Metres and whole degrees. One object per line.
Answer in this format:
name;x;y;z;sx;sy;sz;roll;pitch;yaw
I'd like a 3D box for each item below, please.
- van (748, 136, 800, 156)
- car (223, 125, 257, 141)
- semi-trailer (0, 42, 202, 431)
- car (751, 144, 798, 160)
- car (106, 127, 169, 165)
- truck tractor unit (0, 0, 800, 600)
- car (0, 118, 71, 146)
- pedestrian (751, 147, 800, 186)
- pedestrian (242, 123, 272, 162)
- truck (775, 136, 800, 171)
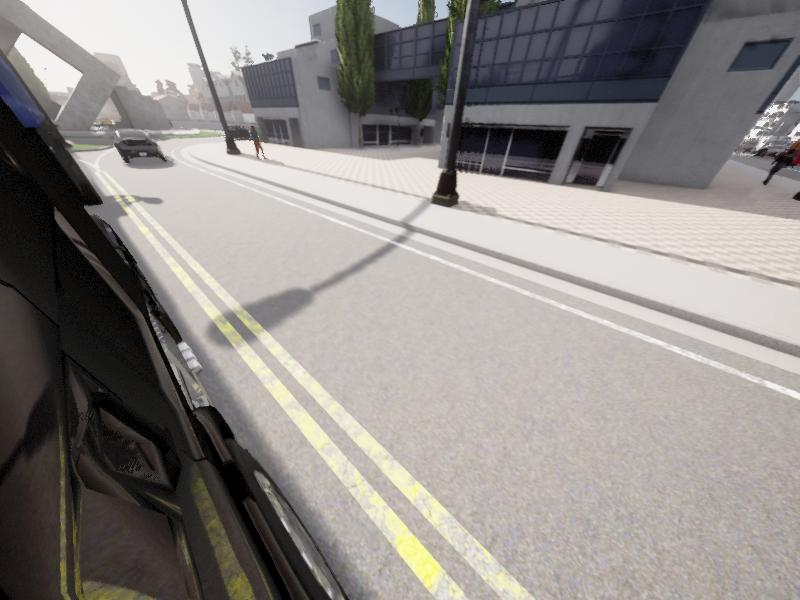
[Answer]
van;61.015;-25.287;37.840;2.351;2.431;6.366;28;43;30
car;-21.411;-22.513;31.112;1.789;1.549;3.705;3;37;0
semi-trailer;-8.703;-3.598;4.230;14.254;4.402;2.717;28;44;30
car;47.985;-19.032;29.709;1.994;1.385;4.181;28;44;30
car;-15.906;-9.425;14.017;1.837;1.490;4.892;-28;47;-34
truck tractor unit;-2.645;-0.295;0.351;6.516;4.208;3.053;28;44;30
car;-29.602;-12.647;17.348;5.238;1.638;1.930;-22;44;-29
pedestrian;22.307;-7.865;13.622;0.751;1.860;0.751;23;41;25
pedestrian;-8.691;-9.599;14.102;0.751;1.860;0.751;20;40;22
truck;39.644;-13.923;20.876;2.891;3.827;8.468;28;45;30
